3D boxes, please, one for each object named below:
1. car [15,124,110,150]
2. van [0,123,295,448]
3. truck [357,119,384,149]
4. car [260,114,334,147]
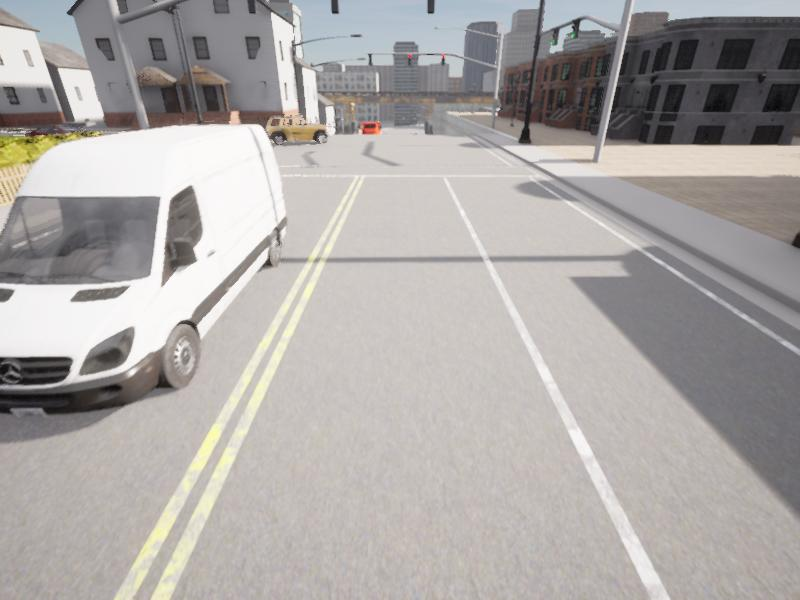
[{"bbox_3d":[-21.754,-10.606,25.959,4.181,1.385,1.994,0,27,1],"label":"car"},{"bbox_3d":[-3.435,-1.056,5.948,1.988,2.561,5.915,0,27,1],"label":"van"},{"bbox_3d":[-3.284,-19.097,46.262,2.627,2.467,5.204,-1,14,0],"label":"truck"},{"bbox_3d":[-7.120,-11.782,27.648,4.605,1.855,1.932,-8,29,-17],"label":"car"}]
